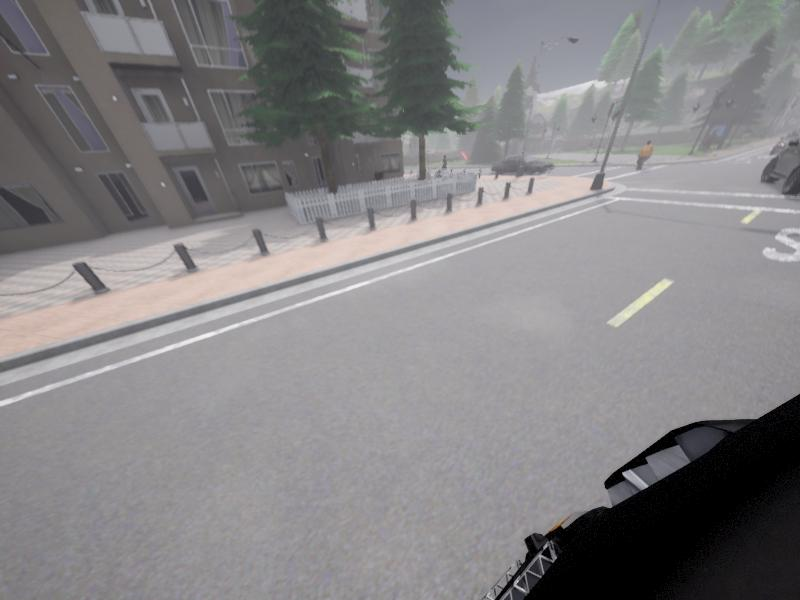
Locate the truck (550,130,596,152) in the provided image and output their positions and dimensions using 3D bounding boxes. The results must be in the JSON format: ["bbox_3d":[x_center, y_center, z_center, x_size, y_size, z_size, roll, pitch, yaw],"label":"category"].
[{"bbox_3d":[44.061,-40.671,59.287,8.468,3.827,2.891,21,40,35],"label":"truck"}]

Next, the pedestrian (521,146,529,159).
[{"bbox_3d":[21.762,-25.777,40.281,0.751,1.860,0.751,-1,32,6],"label":"pedestrian"}]

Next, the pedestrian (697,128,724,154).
[{"bbox_3d":[28.503,-14.579,21.251,0.751,1.860,0.751,-23,36,-26],"label":"pedestrian"}]

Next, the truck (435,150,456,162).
[{"bbox_3d":[12.865,-40.953,65.798,5.204,2.467,2.627,-17,34,-18],"label":"truck"}]

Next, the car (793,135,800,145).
[{"bbox_3d":[41.706,-16.450,22.943,3.806,1.475,1.970,-21,35,-24],"label":"car"}]

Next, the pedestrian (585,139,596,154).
[{"bbox_3d":[30.378,-24.493,36.900,0.751,1.860,0.751,7,34,19],"label":"pedestrian"}]

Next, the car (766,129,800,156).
[{"bbox_3d":[30.086,-11.961,17.427,3.705,1.549,1.789,-21,35,-24],"label":"car"}]

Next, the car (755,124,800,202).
[{"bbox_3d":[15.088,-4.843,7.782,2.150,2.045,5.566,24,42,38],"label":"car"}]

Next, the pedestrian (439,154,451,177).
[{"bbox_3d":[4.381,-13.059,22.464,0.751,1.860,0.751,-21,35,-24],"label":"pedestrian"}]

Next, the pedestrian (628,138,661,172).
[{"bbox_3d":[16.455,-9.736,15.578,0.751,1.860,0.751,-21,35,-23],"label":"pedestrian"}]

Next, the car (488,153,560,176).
[{"bbox_3d":[10.850,-12.140,20.777,2.033,1.411,5.357,-21,35,-23],"label":"car"}]

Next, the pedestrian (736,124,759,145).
[{"bbox_3d":[40.108,-19.081,26.716,0.751,1.860,0.751,24,42,39],"label":"pedestrian"}]
